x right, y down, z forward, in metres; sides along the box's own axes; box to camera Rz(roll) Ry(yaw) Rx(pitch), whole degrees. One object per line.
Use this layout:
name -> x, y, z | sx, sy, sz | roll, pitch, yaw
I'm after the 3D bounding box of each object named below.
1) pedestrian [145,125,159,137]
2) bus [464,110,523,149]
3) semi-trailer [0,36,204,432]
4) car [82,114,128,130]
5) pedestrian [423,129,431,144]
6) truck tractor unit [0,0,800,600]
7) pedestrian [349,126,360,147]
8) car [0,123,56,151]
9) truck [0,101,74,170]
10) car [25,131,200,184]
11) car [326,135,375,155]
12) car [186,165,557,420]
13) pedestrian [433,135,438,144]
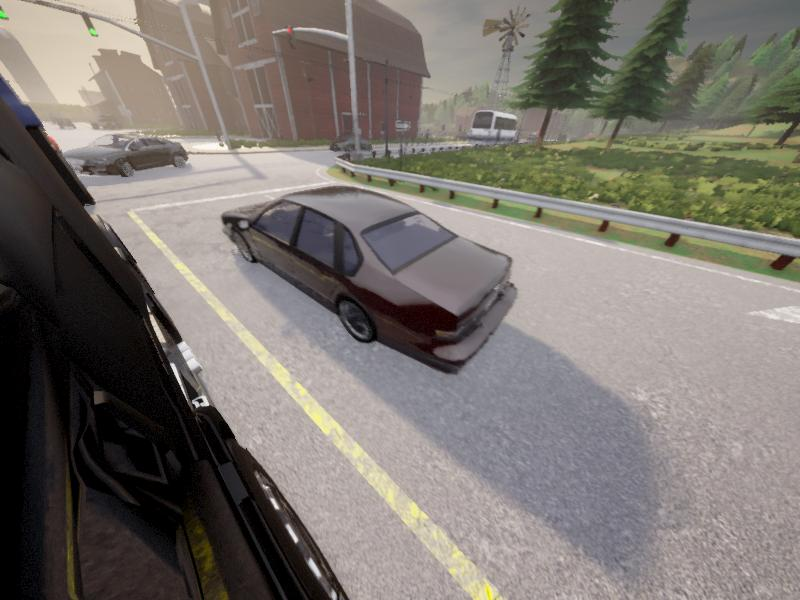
pedestrian -> -28.924, -19.681, 26.902 | 0.500, 1.100, 0.500 | 5, 37, 4
bus -> 14.301, -25.689, 35.077 | 3.944, 4.253, 10.273 | 28, 43, 30
semi-trailer -> -8.791, -3.530, 4.150 | 14.254, 4.402, 2.717 | 27, 43, 29
car -> -47.541, -28.717, 37.298 | 3.866, 1.878, 1.905 | -2, 43, -2
pedestrian -> 4.072, -24.576, 34.727 | 0.751, 1.860, 0.751 | -29, 47, -35
truck tractor unit -> -2.645, -0.295, 0.351 | 6.516, 4.208, 3.053 | 28, 44, 30
pedestrian -> -5.156, -18.546, 26.194 | 0.751, 1.860, 0.751 | 26, 43, 28
car -> -27.162, -11.837, 16.696 | 4.181, 1.385, 1.994 | 27, 44, 29
truck -> -19.430, -8.269, 11.479 | 5.204, 2.467, 2.627 | 28, 44, 29
car -> -12.542, -6.849, 10.822 | 2.128, 1.511, 4.902 | 5, 37, -2
car -> -4.600, -14.830, 21.987 | 1.994, 1.385, 4.181 | 28, 44, 30
car -> -0.975, -0.968, 3.700 | 5.357, 1.411, 2.033 | 28, 44, 29
pedestrian -> 5.669, -25.656, 36.885 | 0.500, 1.100, 0.500 | -24, 44, -30
